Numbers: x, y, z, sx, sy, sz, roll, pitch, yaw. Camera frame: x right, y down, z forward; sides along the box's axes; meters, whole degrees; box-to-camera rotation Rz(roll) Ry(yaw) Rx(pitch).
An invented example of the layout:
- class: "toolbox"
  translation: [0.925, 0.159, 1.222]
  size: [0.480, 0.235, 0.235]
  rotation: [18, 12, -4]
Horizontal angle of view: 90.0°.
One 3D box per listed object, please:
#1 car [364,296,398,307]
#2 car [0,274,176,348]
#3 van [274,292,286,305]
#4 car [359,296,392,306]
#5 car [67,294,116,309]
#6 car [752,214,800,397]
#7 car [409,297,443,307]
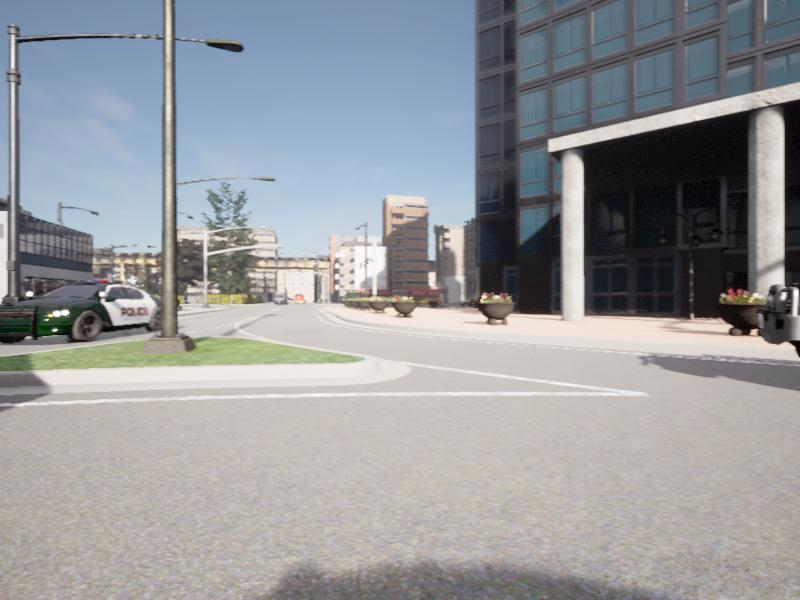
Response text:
- class: "car"
  translation: [-3.058, 0.247, 64.954]
  size: [5.238, 1.638, 1.930]
  rotation: [1, 0, -14]
- class: "car"
  translation: [-8.354, 0.230, 10.846]
  size: [2.038, 1.542, 4.974]
  rotation: [0, 0, -3]
- class: "van"
  translation: [-23.893, -0.296, 79.703]
  size: [1.988, 2.561, 5.915]
  rotation: [0, 0, -14]
- class: "car"
  translation: [-4.167, 0.240, 68.277]
  size: [5.238, 1.638, 1.930]
  rotation: [1, 0, -15]
- class: "car"
  translation: [-35.419, 0.163, 46.032]
  size: [3.988, 1.617, 1.851]
  rotation: [0, 0, -14]
- class: "car"
  translation: [6.303, 0.041, 3.565]
  size: [4.605, 1.855, 1.932]
  rotation: [0, 0, 37]
- class: "car"
  translation: [4.376, 0.353, 66.809]
  size: [5.366, 1.575, 1.801]
  rotation: [1, 0, -14]
